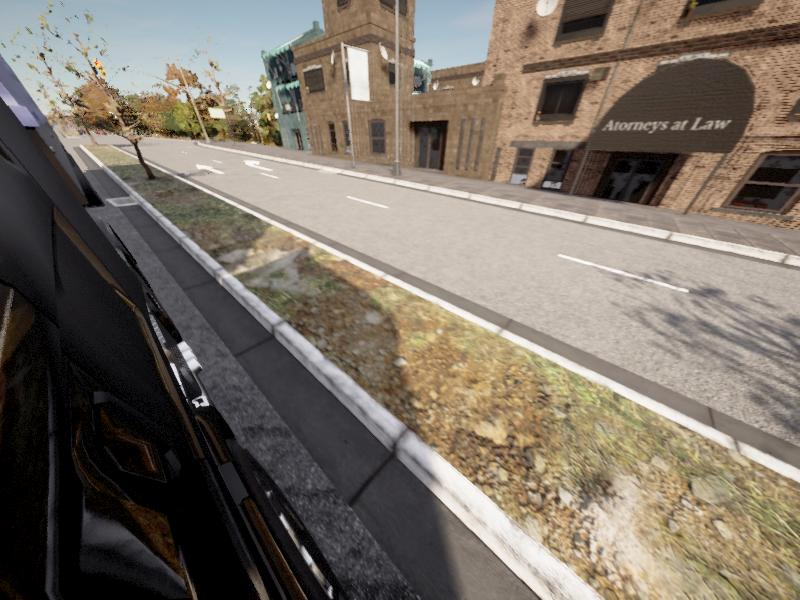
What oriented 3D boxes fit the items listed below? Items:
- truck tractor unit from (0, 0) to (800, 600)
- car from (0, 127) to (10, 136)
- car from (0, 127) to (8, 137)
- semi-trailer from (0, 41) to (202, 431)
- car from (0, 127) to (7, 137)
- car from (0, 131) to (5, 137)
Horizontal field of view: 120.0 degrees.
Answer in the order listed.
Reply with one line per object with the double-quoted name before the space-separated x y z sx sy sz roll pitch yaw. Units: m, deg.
"truck tractor unit" -2.645 -0.295 0.352 6.516 4.208 3.053 28 44 30
"car" -80.563 -32.385 44.369 1.946 1.575 5.366 13 38 16
"car" -73.581 -29.172 40.038 1.946 1.575 5.366 12 38 16
"semi-trailer" -8.709 -3.567 4.263 14.254 4.402 2.717 28 43 30
"car" -78.222 -31.306 42.969 2.163 1.488 4.792 13 38 16
"car" -75.890 -30.454 41.393 1.878 1.987 4.442 12 38 16
